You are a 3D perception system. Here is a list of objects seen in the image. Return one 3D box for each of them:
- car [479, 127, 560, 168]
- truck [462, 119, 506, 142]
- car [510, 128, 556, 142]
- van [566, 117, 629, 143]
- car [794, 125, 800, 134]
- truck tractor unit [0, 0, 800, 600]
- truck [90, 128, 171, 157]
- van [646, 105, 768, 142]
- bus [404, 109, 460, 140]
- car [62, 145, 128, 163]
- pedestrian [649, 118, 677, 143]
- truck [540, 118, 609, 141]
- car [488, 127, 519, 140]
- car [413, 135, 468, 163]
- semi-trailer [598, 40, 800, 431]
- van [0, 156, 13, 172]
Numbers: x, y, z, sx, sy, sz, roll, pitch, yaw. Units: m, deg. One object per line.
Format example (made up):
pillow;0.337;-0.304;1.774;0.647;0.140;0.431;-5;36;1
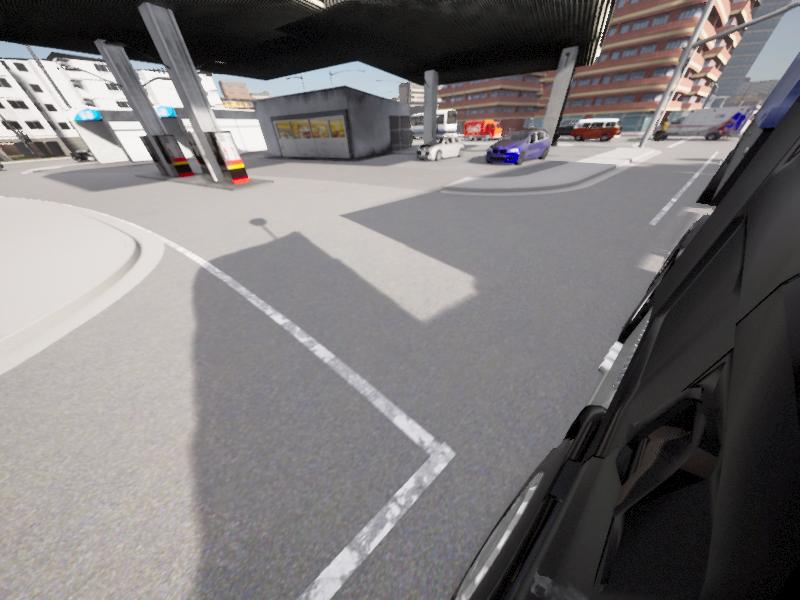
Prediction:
car;7.346;-9.469;14.217;4.611;1.667;2.242;-28;44;-30
truck;12.279;-24.978;34.117;2.627;2.467;5.204;-29;44;-30
car;17.087;-21.350;29.942;1.895;1.301;4.718;-29;44;-30
van;21.574;-18.635;25.405;2.069;2.038;4.480;-29;44;-31
car;43.107;-18.135;23.667;5.238;1.638;1.930;-29;44;-30
truck tractor unit;2.645;-0.295;0.352;6.516;4.208;3.053;-28;44;-30
truck;-48.891;-29.060;42.419;2.891;3.827;8.468;15;40;22
van;28.952;-16.873;22.250;2.351;2.431;6.366;-23;41;-25
bus;5.749;-33.066;43.849;3.944;4.253;10.273;-29;44;-30
car;-42.655;-20.593;32.544;1.930;1.638;5.238;7;38;13
pedestrian;24.741;-15.980;21.768;0.751;1.860;0.751;-3;37;-1
truck;21.840;-21.587;29.279;2.390;2.098;6.274;-29;44;-30
car;15.786;-25.502;35.373;1.845;1.501;3.633;-29;44;-30
car;3.077;-11.551;17.542;3.806;1.475;1.970;-28;44;-30
semi-trailer;8.691;-3.616;4.226;14.254;4.402;2.717;-28;44;-30
van;-43.815;-13.633;22.585;1.988;2.561;5.915;-7;37;-6
